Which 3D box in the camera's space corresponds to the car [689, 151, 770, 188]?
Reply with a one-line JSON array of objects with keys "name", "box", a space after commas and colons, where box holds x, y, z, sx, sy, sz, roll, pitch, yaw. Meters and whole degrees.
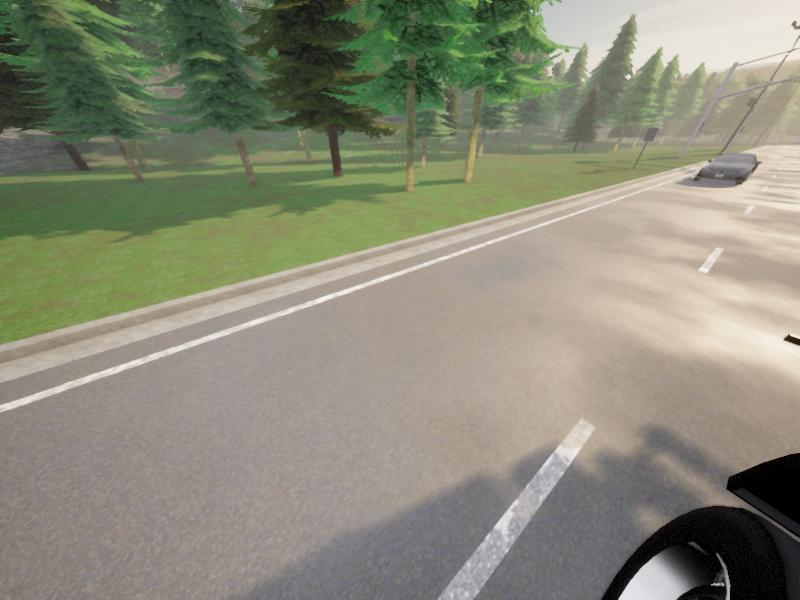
[{"name": "car", "box": [19.218, -7.704, 13.448, 4.674, 1.442, 1.812, -22, 40, -27]}]
